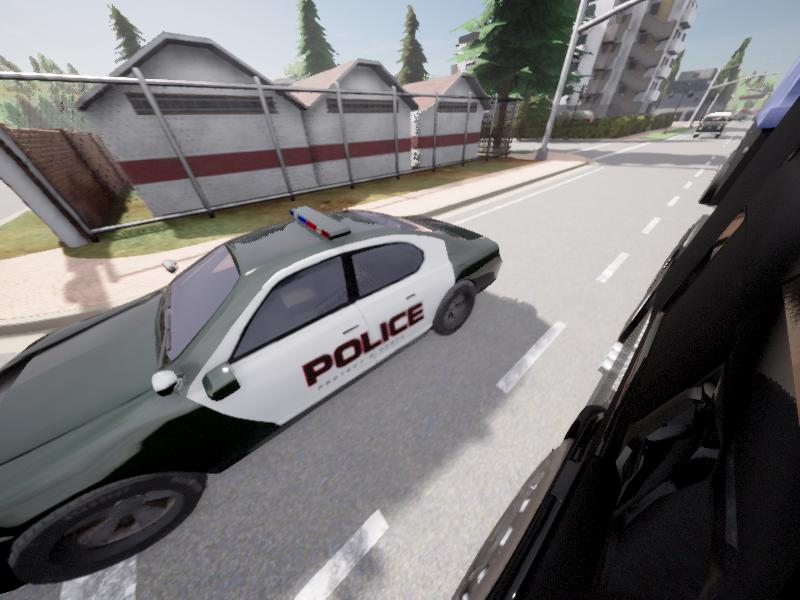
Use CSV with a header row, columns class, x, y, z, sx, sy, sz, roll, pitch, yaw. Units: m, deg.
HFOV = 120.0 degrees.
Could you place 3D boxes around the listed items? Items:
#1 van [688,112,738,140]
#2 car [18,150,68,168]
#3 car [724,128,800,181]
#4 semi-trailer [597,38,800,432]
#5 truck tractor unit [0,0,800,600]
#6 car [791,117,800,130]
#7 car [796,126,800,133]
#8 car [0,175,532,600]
class,x,y,z,sx,sy,sz,roll,pitch,yaw
van,31.537,-17.561,23.282,4.480,2.038,2.069,-28,44,-30
car,-43.439,-17.319,28.289,2.128,1.511,4.902,-30,44,-31
car,15.745,-6.191,9.638,3.806,1.475,1.970,-28,44,-30
semi-trailer,8.708,-3.607,4.206,14.254,4.402,2.717,-28,44,-30
truck tractor unit,2.645,-0.295,0.352,6.516,4.208,3.053,-28,44,-30
car,50.105,-21.800,28.102,5.366,1.575,1.801,-28,44,-30
car,44.752,-18.902,24.679,4.193,1.474,1.816,-28,44,-30
car,-1.094,-0.003,2.450,4.974,1.542,2.038,-27,43,-29
